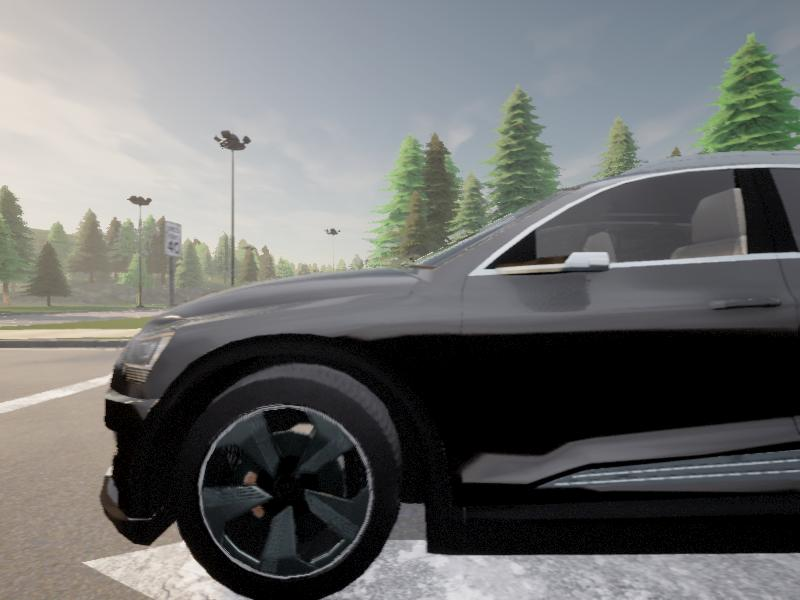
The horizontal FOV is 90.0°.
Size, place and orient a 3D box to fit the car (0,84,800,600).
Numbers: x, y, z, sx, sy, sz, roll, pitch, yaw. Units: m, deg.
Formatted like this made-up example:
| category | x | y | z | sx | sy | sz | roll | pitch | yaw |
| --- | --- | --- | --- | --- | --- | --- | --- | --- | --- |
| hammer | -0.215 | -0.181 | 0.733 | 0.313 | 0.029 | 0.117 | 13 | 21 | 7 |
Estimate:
| category | x | y | z | sx | sy | sz | roll | pitch | yaw |
| --- | --- | --- | --- | --- | --- | --- | --- | --- | --- |
| car | 1.148 | 0.176 | 2.219 | 4.856 | 1.649 | 2.033 | 0 | 0 | 0 |

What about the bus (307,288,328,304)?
| category | x | y | z | sx | sy | sz | roll | pitch | yaw |
| --- | --- | --- | --- | --- | --- | --- | --- | --- | --- |
| bus | -23.570 | -1.118 | 114.939 | 3.944 | 4.253 | 10.273 | 0 | 0 | 1 |

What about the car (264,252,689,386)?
| category | x | y | z | sx | sy | sz | roll | pitch | yaw |
| --- | --- | --- | --- | --- | --- | --- | --- | --- | --- |
| car | 0.902 | 0.224 | 5.706 | 4.974 | 1.542 | 2.038 | 0 | 0 | 0 |
